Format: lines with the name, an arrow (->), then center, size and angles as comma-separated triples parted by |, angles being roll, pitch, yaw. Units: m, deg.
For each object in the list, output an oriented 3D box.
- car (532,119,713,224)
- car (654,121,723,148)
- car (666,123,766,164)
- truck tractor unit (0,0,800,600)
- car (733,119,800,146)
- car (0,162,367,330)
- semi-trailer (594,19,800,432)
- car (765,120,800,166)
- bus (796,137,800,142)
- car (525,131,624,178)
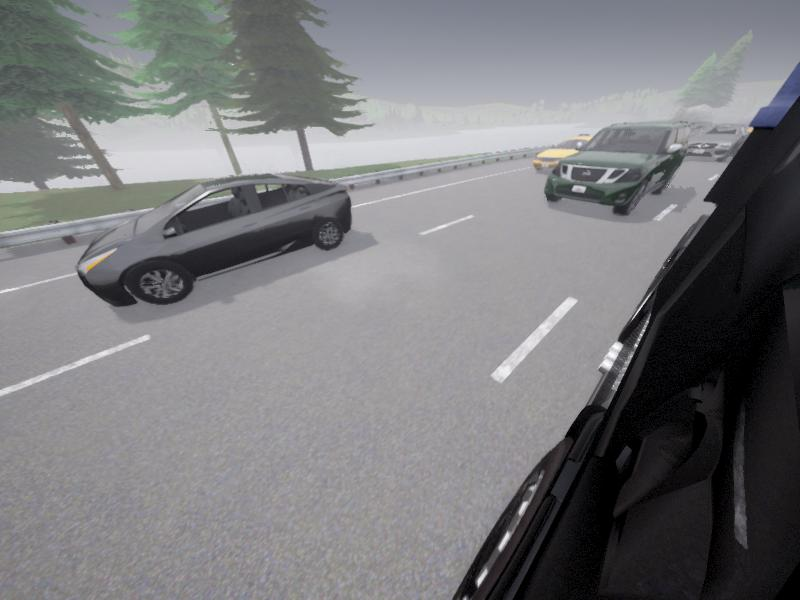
car -> 6.981, -4.290, 7.251 | 5.566, 2.045, 2.150 | -25, 43, -28
car -> 24.640, -14.200, 19.765 | 4.611, 1.667, 2.242 | -21, 41, -23
car -> 18.624, -9.310, 13.633 | 5.027, 1.651, 2.152 | -22, 41, -24
truck tractor unit -> 2.645, -0.295, 0.351 | 6.516, 4.208, 3.053 | -28, 44, -30
car -> 30.691, -14.050, 19.340 | 5.008, 1.535, 1.882 | -22, 41, -23
car -> -3.183, -1.550, 4.599 | 4.514, 1.525, 2.007 | -28, 44, -30
semi-trailer -> 8.893, -3.451, 4.047 | 14.254, 4.402, 2.717 | -26, 43, -28
car -> 21.237, -7.954, 11.546 | 4.553, 1.767, 2.097 | -21, 41, -24
bus -> 38.658, -15.660, 18.780 | 10.273, 4.253, 3.944 | -21, 41, -23
car -> 9.190, -7.754, 12.120 | 5.366, 1.575, 1.801 | -24, 42, -26
